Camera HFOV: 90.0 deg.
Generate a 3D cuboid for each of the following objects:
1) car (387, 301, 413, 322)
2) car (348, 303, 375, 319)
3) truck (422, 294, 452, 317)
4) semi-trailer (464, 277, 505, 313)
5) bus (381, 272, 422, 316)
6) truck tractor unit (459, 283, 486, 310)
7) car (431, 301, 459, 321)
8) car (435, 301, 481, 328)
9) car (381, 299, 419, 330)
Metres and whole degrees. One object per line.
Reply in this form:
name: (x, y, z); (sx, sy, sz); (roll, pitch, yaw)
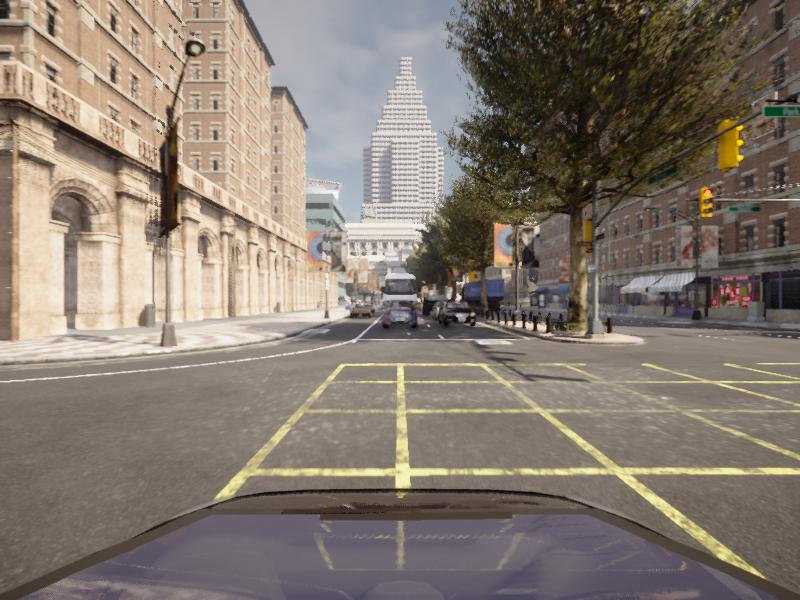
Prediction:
car: (-0.001, 0.834, 31.019); (1.837, 1.490, 4.892); (0, 0, 0)
car: (-3.249, 0.927, 34.836); (1.895, 1.301, 4.718); (0, 0, 0)
truck: (3.500, 0.529, 39.288); (2.390, 2.098, 6.274); (0, 0, 0)
semi-trailer: (11.496, -0.637, 56.107); (2.717, 4.402, 14.254); (0, 0, 0)
bus: (0.134, -0.548, 43.510); (3.944, 4.253, 10.273); (0, 0, 0)
truck tractor unit: (11.503, -0.546, 64.023); (3.053, 4.208, 6.516); (0, 0, 0)
car: (3.499, 0.816, 31.592); (1.845, 1.501, 3.633); (0, 0, 0)
car: (3.501, 0.828, 25.055); (2.128, 1.511, 4.902); (0, 0, 0)
car: (-0.002, 0.770, 23.890); (2.033, 1.649, 4.856); (0, 0, 0)
